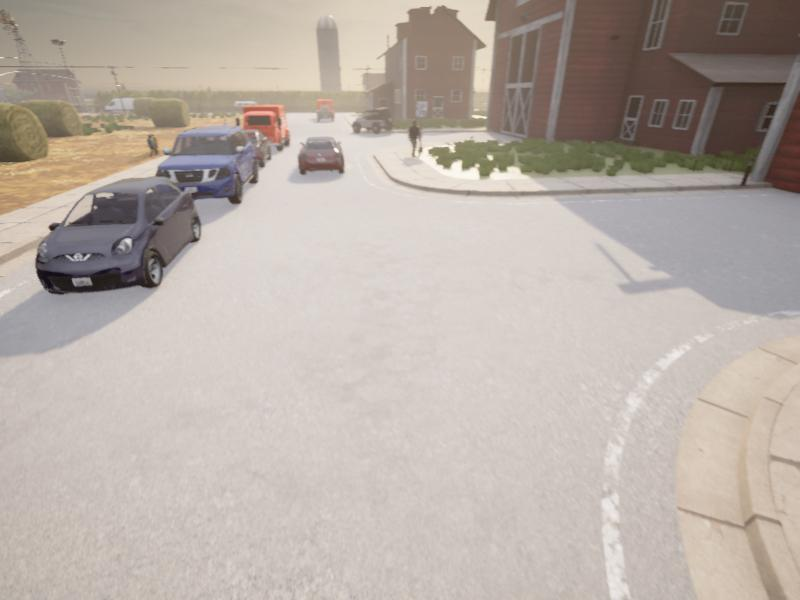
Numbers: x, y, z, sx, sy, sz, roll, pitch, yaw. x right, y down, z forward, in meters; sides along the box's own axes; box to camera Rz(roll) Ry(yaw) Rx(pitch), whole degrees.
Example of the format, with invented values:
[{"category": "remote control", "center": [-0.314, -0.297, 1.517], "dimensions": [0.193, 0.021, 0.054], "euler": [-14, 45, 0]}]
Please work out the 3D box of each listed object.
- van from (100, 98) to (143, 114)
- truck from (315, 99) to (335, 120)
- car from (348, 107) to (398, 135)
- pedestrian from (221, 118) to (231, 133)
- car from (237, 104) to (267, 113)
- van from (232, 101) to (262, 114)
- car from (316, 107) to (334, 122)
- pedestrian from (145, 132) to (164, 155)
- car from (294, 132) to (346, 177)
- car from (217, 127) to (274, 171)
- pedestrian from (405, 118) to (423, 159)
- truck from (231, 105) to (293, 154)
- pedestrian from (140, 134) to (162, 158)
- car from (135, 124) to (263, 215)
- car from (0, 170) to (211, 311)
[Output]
[{"category": "van", "center": [-51.456, -35.896, 74.043], "dimensions": [5.915, 2.561, 1.988], "euler": [-4, 27, -7]}, {"category": "truck", "center": [-10.961, -27.997, 58.682], "dimensions": [2.627, 2.467, 5.204], "euler": [-4, 28, -8]}, {"category": "car", "center": [-2.333, -15.437, 34.398], "dimensions": [3.866, 1.878, 1.905], "euler": [18, 38, 35]}, {"category": "pedestrian", "center": [-14.928, -14.998, 34.373], "dimensions": [0.500, 1.100, 0.500], "euler": [-5, 28, -9]}, {"category": "car", "center": [-28.492, -36.980, 77.239], "dimensions": [4.974, 1.542, 2.038], "euler": [-4, 27, -7]}, {"category": "van", "center": [-28.238, -35.585, 74.021], "dimensions": [4.480, 2.038, 2.069], "euler": [-4, 27, -7]}, {"category": "car", "center": [-9.788, -24.327, 52.414], "dimensions": [2.152, 1.651, 5.027], "euler": [-4, 27, -8]}, {"category": "pedestrian", "center": [-13.148, -8.372, 21.423], "dimensions": [0.500, 1.100, 0.500], "euler": [-6, 28, -11]}, {"category": "car", "center": [-3.611, -6.759, 18.362], "dimensions": [1.994, 1.385, 4.181], "euler": [-4, 27, -8]}, {"category": "car", "center": [-7.364, -7.421, 19.454], "dimensions": [1.789, 1.549, 3.705], "euler": [-4, 27, -8]}, {"category": "pedestrian", "center": [0.685, -8.108, 20.068], "dimensions": [0.751, 1.860, 0.751], "euler": [-6, 28, -11]}, {"category": "truck", "center": [-8.401, -10.758, 24.967], "dimensions": [2.627, 2.467, 5.204], "euler": [-4, 27, -8]}, {"category": "pedestrian", "center": [-12.726, -7.883, 20.468], "dimensions": [0.500, 1.100, 0.500], "euler": [6, 28, 11]}, {"category": "car", "center": [-6.302, -4.659, 13.514], "dimensions": [2.150, 2.045, 5.566], "euler": [-4, 27, -8]}, {"category": "car", "center": [-5.234, -1.383, 7.671], "dimensions": [1.845, 1.501, 3.633], "euler": [-4, 27, -8]}]
